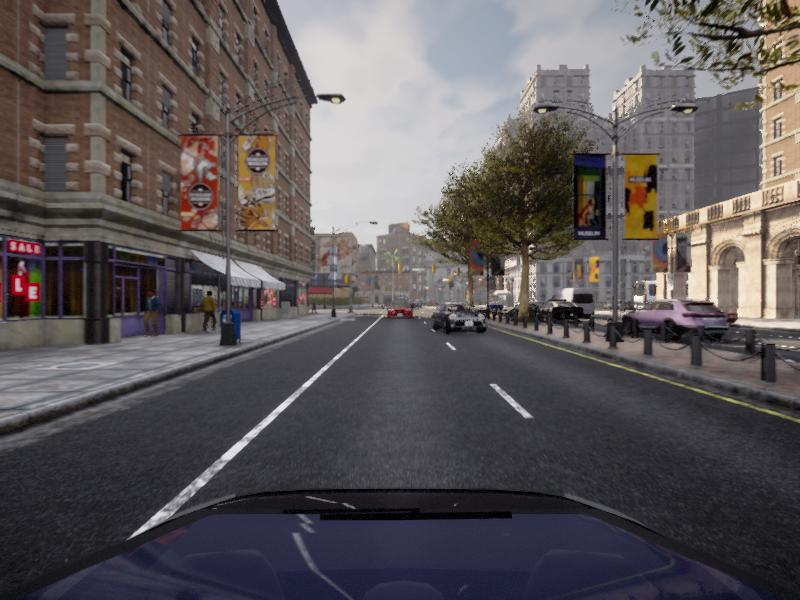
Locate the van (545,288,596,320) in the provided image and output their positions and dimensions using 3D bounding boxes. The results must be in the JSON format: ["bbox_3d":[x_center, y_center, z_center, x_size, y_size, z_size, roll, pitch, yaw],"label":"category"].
[{"bbox_3d":[15.006,0.333,35.572,1.988,2.561,5.915,0,0,0],"label":"van"}]

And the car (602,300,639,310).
[{"bbox_3d":[36.061,0.800,65.505,5.027,1.651,2.152,0,0,0],"label":"car"}]

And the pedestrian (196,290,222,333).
[{"bbox_3d":[-8.379,0.490,17.582,0.751,1.860,0.751,0,0,8],"label":"pedestrian"}]

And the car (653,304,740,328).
[{"bbox_3d":[18.250,0.946,24.973,1.895,1.301,4.718,0,0,0],"label":"car"}]

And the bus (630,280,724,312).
[{"bbox_3d":[38.039,-0.518,55.258,10.273,4.253,3.944,0,0,1],"label":"bus"}]

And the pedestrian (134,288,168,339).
[{"bbox_3d":[-9.329,0.490,15.012,0.751,1.860,0.751,0,0,8],"label":"pedestrian"}]

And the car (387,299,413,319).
[{"bbox_3d":[-0.002,0.767,35.905,2.242,1.667,4.611,0,0,0],"label":"car"}]

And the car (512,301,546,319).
[{"bbox_3d":[11.506,0.864,35.997,1.970,1.475,3.806,0,0,3],"label":"car"}]

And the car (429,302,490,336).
[{"bbox_3d":[2.836,0.859,19.870,1.970,1.475,3.806,0,0,-8],"label":"car"}]

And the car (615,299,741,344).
[{"bbox_3d":[11.501,0.783,17.119,2.033,1.649,4.856,0,0,0],"label":"car"}]

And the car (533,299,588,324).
[{"bbox_3d":[11.501,0.780,29.175,1.930,1.638,5.238,0,0,0],"label":"car"}]
